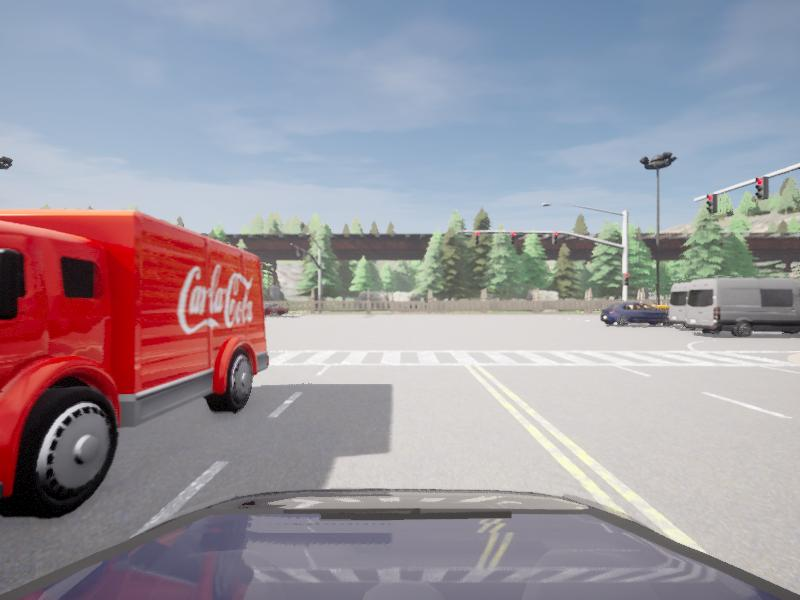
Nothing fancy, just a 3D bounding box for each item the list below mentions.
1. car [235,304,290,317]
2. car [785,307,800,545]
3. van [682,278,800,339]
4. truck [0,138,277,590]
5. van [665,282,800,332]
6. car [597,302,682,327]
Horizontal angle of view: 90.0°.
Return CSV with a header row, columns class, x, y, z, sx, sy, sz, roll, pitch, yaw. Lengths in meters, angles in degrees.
class,x,y,z,sx,sy,sz,roll,pitch,yaw
car,-13.348,1.004,39.012,4.718,1.301,1.895,0,0,0
car,3.502,0.815,0.851,1.789,1.549,3.705,0,0,0
van,16.257,0.351,17.866,5.915,2.561,1.988,0,0,0
truck,-3.498,0.372,4.503,2.627,2.467,5.204,0,-1,0
van,17.801,0.356,21.357,5.915,2.561,1.988,0,0,0
car,14.821,0.893,24.878,4.193,1.474,1.816,0,0,0
